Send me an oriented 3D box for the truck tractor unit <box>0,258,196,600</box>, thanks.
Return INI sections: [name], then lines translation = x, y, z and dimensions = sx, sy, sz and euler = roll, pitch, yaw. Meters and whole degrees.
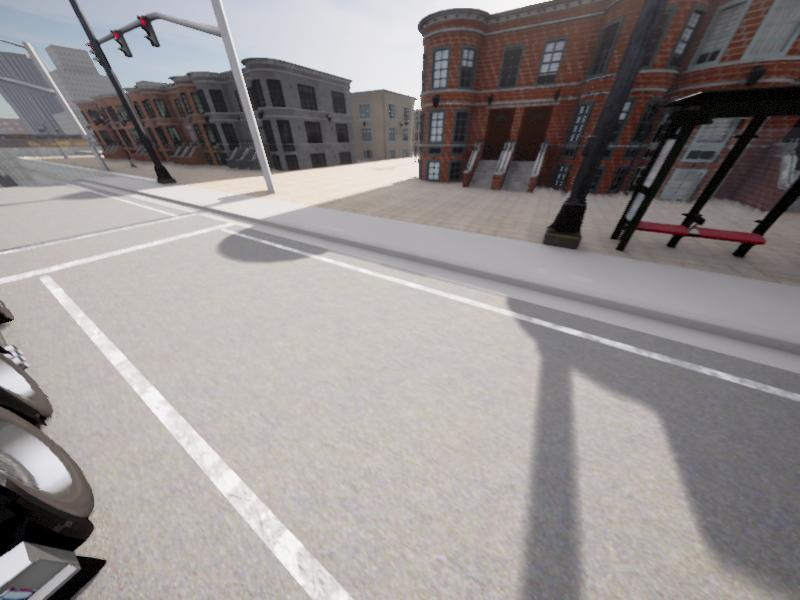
[truck tractor unit]
translation = -5.101, -0.310, 0.796
dimensions = 6.516, 4.208, 3.053
euler = 19, 39, 25
